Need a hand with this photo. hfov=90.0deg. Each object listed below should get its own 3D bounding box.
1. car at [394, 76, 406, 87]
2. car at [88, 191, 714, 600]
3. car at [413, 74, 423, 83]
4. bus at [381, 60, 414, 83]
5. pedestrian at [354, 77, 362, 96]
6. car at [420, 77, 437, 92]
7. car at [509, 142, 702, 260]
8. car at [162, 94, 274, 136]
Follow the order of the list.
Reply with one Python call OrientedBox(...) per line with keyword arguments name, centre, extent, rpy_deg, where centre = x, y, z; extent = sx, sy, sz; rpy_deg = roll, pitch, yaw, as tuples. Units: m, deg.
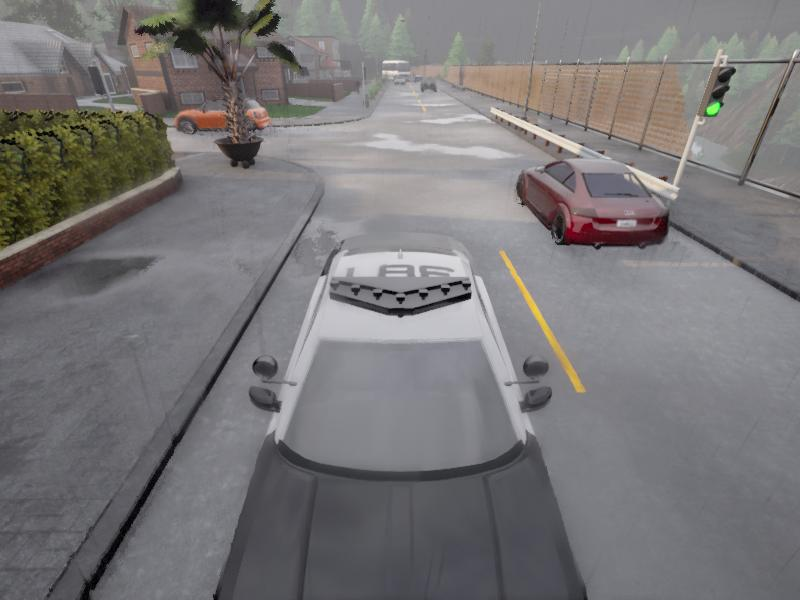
OrientedBox(name="car", centre=(-0.019, -40.200, 73.585), extent=(2.152, 1.651, 5.027), rpy_deg=(0, 30, 0))
OrientedBox(name="car", centre=(0.004, 0.626, 3.352), extent=(1.930, 1.638, 5.238), rpy_deg=(0, 31, 0))
OrientedBox(name="car", centre=(3.968, -48.810, 88.147), extent=(1.882, 1.535, 5.008), rpy_deg=(-1, 30, -2))
OrientedBox(name="bus", centre=(-0.655, -52.306, 91.433), extent=(3.944, 4.253, 10.273), rpy_deg=(-11, 32, -19))
OrientedBox(name="pedestrian", centre=(-4.811, -24.488, 45.888), extent=(0.751, 1.860, 0.751), rpy_deg=(-2, 30, -3))
OrientedBox(name="car", centre=(3.985, -30.778, 56.989), extent=(2.097, 1.767, 4.553), rpy_deg=(0, 30, 0))
OrientedBox(name="car", centre=(3.989, -2.387, 8.762), extent=(1.994, 1.385, 4.181), rpy_deg=(0, 30, 0))
OrientedBox(name="car", centre=(-9.226, -9.601, 20.694), extent=(4.553, 1.767, 2.097), rpy_deg=(1, 30, 2))
